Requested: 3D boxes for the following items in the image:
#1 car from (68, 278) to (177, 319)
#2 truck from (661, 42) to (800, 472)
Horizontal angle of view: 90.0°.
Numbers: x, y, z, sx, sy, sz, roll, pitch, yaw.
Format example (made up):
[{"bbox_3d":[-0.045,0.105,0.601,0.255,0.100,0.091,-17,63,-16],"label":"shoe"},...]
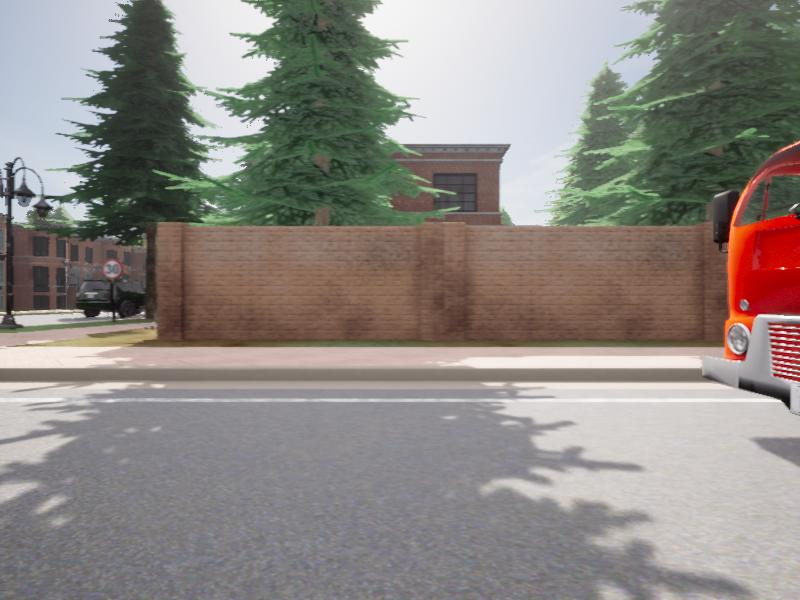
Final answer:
[{"bbox_3d":[-15.292,-0.074,22.609,2.150,2.045,5.566,0,0,2],"label":"car"},{"bbox_3d":[4.896,-0.238,2.199,5.204,2.467,2.627,0,0,0],"label":"truck"}]
